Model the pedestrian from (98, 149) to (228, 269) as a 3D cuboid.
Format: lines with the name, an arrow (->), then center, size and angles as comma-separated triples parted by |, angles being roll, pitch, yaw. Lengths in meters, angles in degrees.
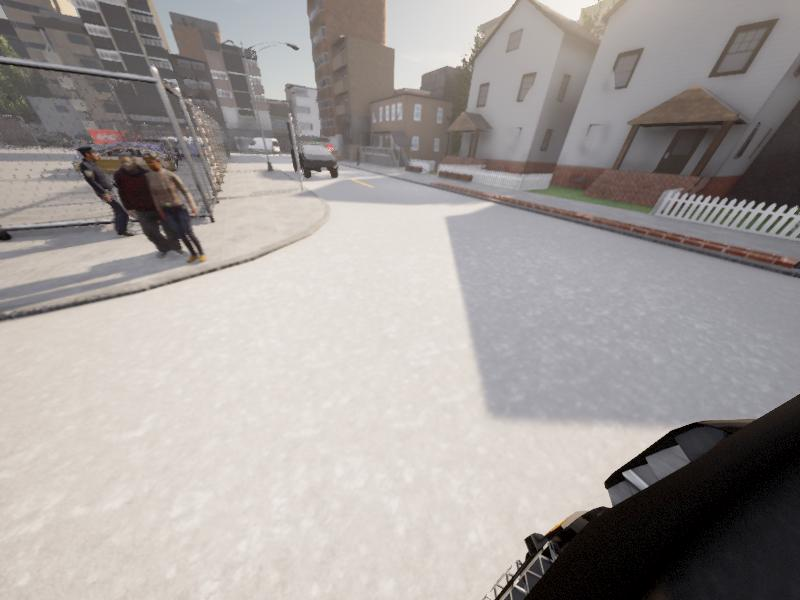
pedestrian -> -4.000, -1.578, 4.138 | 0.751, 1.860, 0.751 | -4, 34, -10

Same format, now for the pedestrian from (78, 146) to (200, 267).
pedestrian -> -4.599, -1.682, 4.248 | 0.751, 1.860, 0.751 | -24, 42, -34

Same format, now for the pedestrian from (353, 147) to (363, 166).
pedestrian -> -4.918, -16.677, 26.924 | 0.751, 1.860, 0.751 | 29, 41, 34

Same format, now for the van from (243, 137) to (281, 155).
van -> -26.316, -29.448, 44.174 | 5.915, 2.561, 1.988 | 7, 32, 7

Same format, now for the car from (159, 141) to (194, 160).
car -> -24.234, -16.306, 25.211 | 1.789, 1.547, 3.705 | -16, 38, -26

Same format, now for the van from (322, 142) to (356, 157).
van -> -12.957, -31.992, 49.191 | 6.366, 2.431, 2.351 | -17, 38, -28

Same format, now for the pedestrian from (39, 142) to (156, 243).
pedestrian -> -6.455, -2.348, 5.109 | 0.751, 1.860, 0.751 | -19, 39, -30

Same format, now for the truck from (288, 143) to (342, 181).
truck -> -6.854, -11.006, 18.200 | 2.390, 2.098, 6.274 | -16, 38, -26
